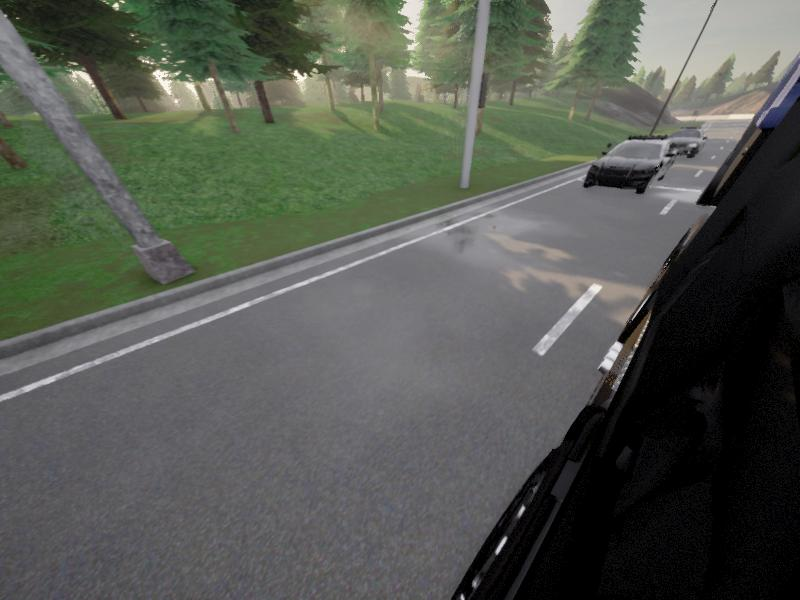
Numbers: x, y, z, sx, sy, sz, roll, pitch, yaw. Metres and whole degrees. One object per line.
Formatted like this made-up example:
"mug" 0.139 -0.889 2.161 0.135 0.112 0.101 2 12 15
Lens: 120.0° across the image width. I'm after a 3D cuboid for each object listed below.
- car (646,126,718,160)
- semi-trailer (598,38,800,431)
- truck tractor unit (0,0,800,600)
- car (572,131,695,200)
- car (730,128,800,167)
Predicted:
"car" 18.335 -10.253 14.999 4.974 1.542 2.038 -28 43 -30
"semi-trailer" 8.696 -3.599 4.240 14.254 4.402 2.717 -28 43 -30
"truck tractor unit" 2.645 -0.295 0.352 6.516 4.208 3.053 -28 44 -30
"car" 9.113 -5.398 8.968 5.238 1.638 1.930 -28 43 -30
"car" 19.593 -8.075 12.110 4.181 1.385 1.994 -27 43 -29
